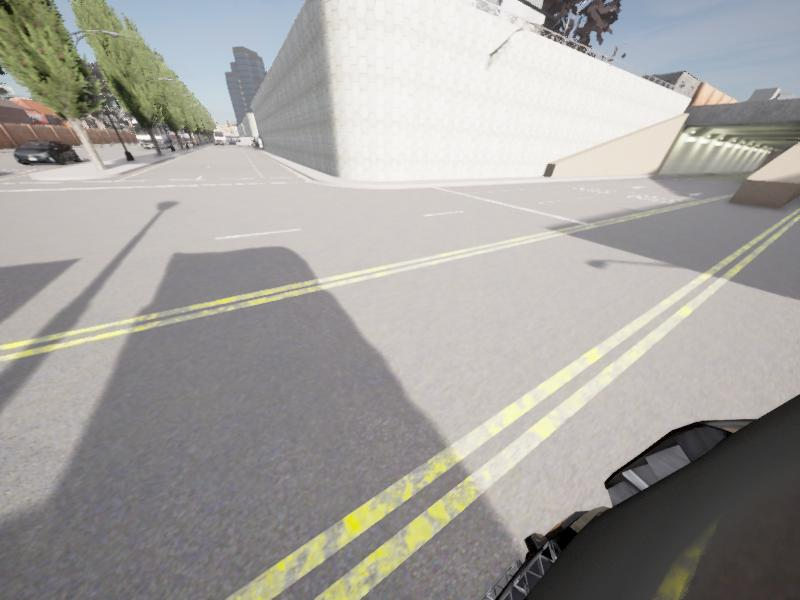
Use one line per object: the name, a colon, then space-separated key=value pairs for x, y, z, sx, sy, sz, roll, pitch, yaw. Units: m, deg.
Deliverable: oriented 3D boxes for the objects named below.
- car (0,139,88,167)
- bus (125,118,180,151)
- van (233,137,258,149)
car: x=-26.314 y=-11.027 z=17.267 sx=2.007 sy=1.525 sz=4.514 roll=-16 pitch=38 yaw=-26
bus: x=-44.684 y=-30.188 z=42.271 sx=3.944 sy=4.253 sz=10.273 roll=-16 pitch=39 yaw=-26
van: x=-45.686 y=-46.562 z=68.508 sx=5.915 sy=2.561 sz=1.988 roll=9 pitch=34 yaw=10
